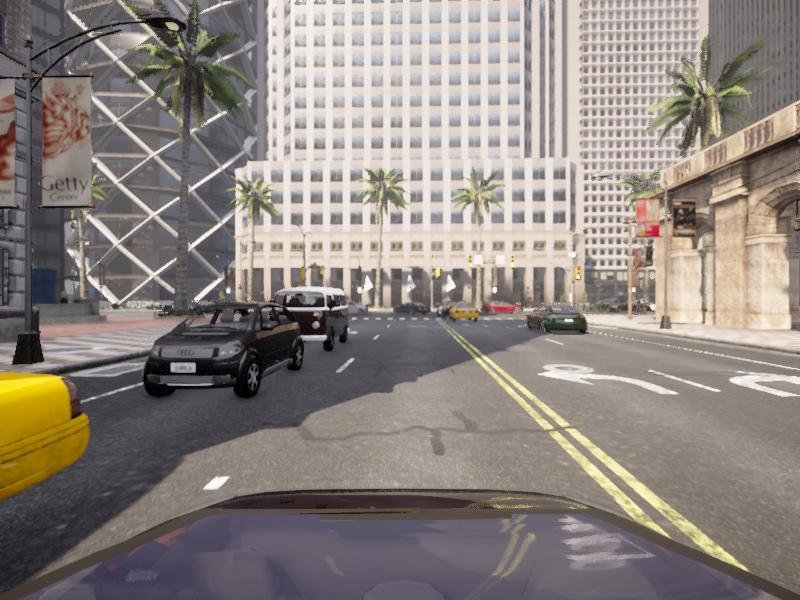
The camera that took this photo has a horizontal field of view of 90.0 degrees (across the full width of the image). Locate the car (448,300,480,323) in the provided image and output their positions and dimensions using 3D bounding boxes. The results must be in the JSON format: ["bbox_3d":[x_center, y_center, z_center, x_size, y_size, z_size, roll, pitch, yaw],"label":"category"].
[{"bbox_3d":[4.798,0.815,30.537,1.801,1.575,5.366,0,0,2],"label":"car"}]

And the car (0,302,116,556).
[{"bbox_3d":[-3.442,0.802,0.804,1.801,1.575,5.366,0,0,2],"label":"car"}]

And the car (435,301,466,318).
[{"bbox_3d":[4.705,0.843,37.958,2.038,1.542,4.974,0,0,-3],"label":"car"}]

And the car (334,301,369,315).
[{"bbox_3d":[-5.353,0.845,44.331,3.633,1.501,1.845,0,0,2],"label":"car"}]

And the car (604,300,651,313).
[{"bbox_3d":[28.297,0.779,49.856,4.611,1.667,2.242,0,0,2],"label":"car"}]

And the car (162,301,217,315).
[{"bbox_3d":[-23.403,0.844,44.653,4.974,1.542,2.038,0,0,-5],"label":"car"}]

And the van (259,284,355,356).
[{"bbox_3d":[-2.924,0.577,13.650,2.069,2.038,4.480,0,0,2],"label":"van"}]

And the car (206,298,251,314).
[{"bbox_3d":[-20.659,0.672,48.248,4.605,1.855,1.932,0,0,-1],"label":"car"}]

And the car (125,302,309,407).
[{"bbox_3d":[-3.158,0.818,7.834,1.789,1.549,3.705,0,0,3],"label":"car"}]

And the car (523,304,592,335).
[{"bbox_3d":[7.882,0.916,20.463,1.994,1.385,4.181,0,0,2],"label":"car"}]

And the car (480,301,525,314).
[{"bbox_3d":[12.016,0.872,47.085,4.792,1.488,2.163,0,0,3],"label":"car"}]

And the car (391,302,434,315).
[{"bbox_3d":[1.303,0.914,44.983,2.033,1.411,5.357,0,0,-33],"label":"car"}]

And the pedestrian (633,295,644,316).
[{"bbox_3d":[21.963,0.502,36.834,0.751,1.860,0.751,0,0,36],"label":"pedestrian"}]

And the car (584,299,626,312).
[{"bbox_3d":[27.275,0.718,53.404,4.553,1.767,2.097,0,0,3],"label":"car"}]
